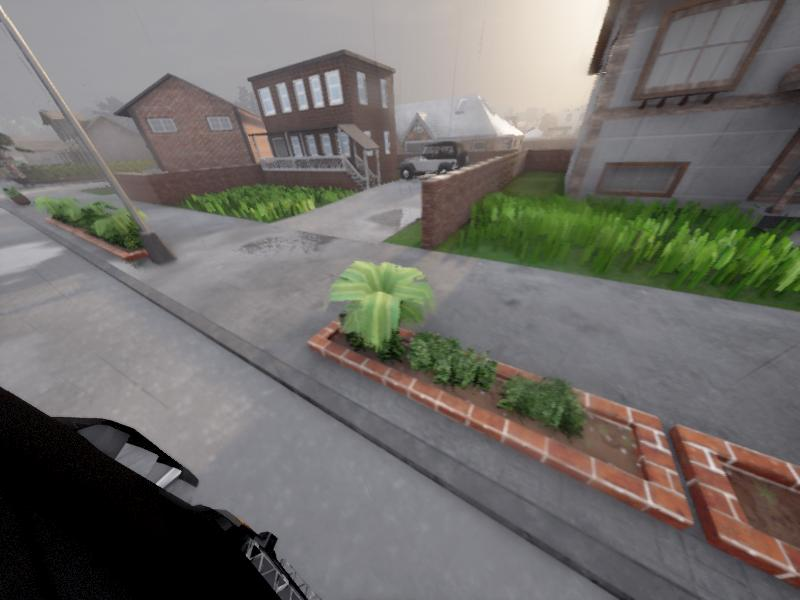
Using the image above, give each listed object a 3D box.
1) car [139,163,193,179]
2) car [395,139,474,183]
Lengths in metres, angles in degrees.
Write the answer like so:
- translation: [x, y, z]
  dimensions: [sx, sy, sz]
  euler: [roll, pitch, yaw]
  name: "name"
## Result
- translation: [-29.384, -16.284, 29.130]
  dimensions: [1.994, 1.385, 4.181]
  euler: [16, 38, 26]
  name: "car"
- translation: [1.892, -7.874, 13.121]
  dimensions: [3.866, 1.878, 1.905]
  euler: [16, 38, 26]
  name: "car"
